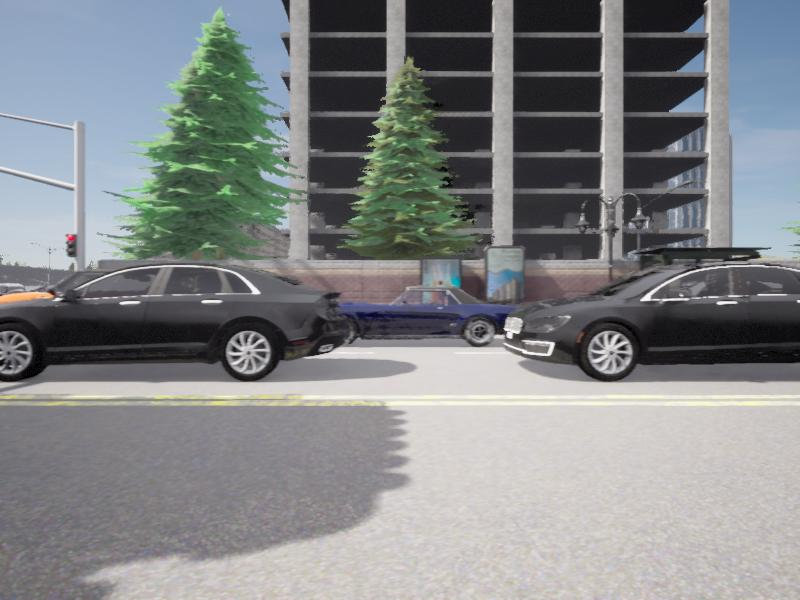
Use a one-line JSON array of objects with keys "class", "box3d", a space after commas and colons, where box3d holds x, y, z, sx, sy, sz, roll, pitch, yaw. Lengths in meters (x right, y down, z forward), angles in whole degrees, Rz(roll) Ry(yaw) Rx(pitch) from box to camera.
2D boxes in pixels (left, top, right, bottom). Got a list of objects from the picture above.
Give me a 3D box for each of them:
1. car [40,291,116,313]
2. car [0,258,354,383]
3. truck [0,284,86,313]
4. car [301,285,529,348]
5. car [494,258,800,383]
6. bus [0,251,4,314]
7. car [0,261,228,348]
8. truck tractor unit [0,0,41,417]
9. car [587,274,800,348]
[{"class": "car", "box3d": [-25.815, 0.126, 32.356, 2.152, 1.651, 5.027, 0, 0, 0]}, {"class": "car", "box3d": [-3.200, 0.245, 5.698, 4.892, 1.490, 1.837, 0, 0, 0]}, {"class": "truck", "box3d": [-29.317, -0.114, 32.655, 2.390, 2.098, 6.274, 0, 0, 0]}, {"class": "car", "box3d": [0.310, 0.344, 9.201, 4.718, 1.301, 1.895, 0, 0, 0]}, {"class": "car", "box3d": [4.009, 0.245, 5.700, 4.892, 1.490, 1.837, 0, 0, 0]}, {"class": "bus", "box3d": [-29.124, -1.189, 22.311, 3.944, 4.253, 10.273, 0, 0, 0]}, {"class": "car", "box3d": [-6.692, 0.095, 9.201, 4.553, 1.767, 2.097, 0, 0, 0]}, {"class": "truck tractor unit", "box3d": [-6.605, -1.122, 2.199, 6.516, 4.208, 3.053, 0, 0, 0]}, {"class": "car", "box3d": [7.241, 0.223, 9.199, 5.008, 1.535, 1.882, 0, 0, 0]}]
